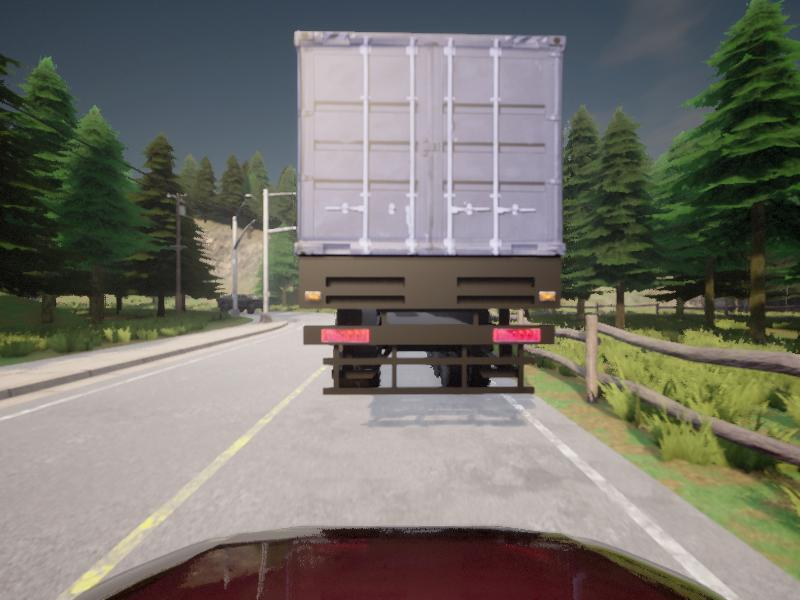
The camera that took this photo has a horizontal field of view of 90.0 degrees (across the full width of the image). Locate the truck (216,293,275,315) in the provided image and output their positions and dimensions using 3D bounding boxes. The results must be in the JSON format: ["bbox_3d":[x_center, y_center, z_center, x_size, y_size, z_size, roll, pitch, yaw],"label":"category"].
[{"bbox_3d":[-16.355,0.397,42.129,6.274,2.098,2.390,0,0,30],"label":"truck"}]

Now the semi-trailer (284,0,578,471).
[{"bbox_3d":[0.106,-0.655,10.809,2.717,4.402,14.254,0,0,-2],"label":"semi-trailer"}]

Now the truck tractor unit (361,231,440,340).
[{"bbox_3d":[-0.160,-0.585,18.719,3.053,4.208,6.516,0,0,-3],"label":"truck tractor unit"}]
